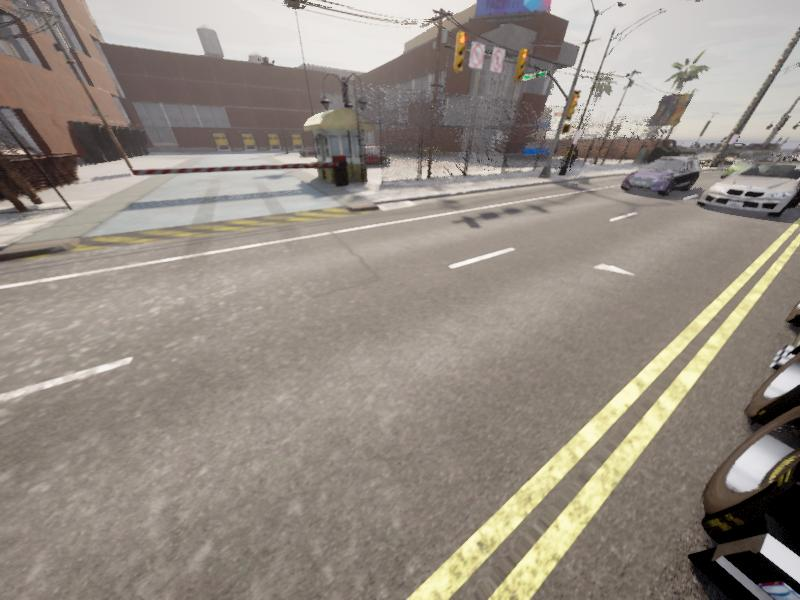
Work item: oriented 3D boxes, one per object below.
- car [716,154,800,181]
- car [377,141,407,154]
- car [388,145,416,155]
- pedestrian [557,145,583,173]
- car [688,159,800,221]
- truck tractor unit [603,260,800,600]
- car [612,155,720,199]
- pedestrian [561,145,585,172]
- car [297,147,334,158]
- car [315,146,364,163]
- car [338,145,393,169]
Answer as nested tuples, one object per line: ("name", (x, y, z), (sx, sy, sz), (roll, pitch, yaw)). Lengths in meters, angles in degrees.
("car", (26.949, -9.882, 17.170), (4.514, 1.525, 2.007), (-8, 36, -12))
("car", (-1.569, -30.592, 46.269), (5.566, 2.045, 2.435), (-18, 39, -25))
("car", (0.375, -28.703, 44.041), (4.786, 1.482, 2.161), (-18, 39, -25))
("pedestrian", (13.301, -11.061, 18.134), (0.751, 1.860, 0.751), (-16, 38, -22))
("car", (14.736, -4.665, 9.414), (4.611, 1.667, 2.242), (-17, 38, -24))
("truck tractor unit", (5.103, -0.306, 0.799), (6.516, 4.208, 3.053), (-18, 39, -25))
("car", (14.353, -6.798, 12.518), (4.856, 1.649, 2.033), (-17, 38, -23))
("pedestrian", (14.155, -11.631, 18.962), (0.751, 1.860, 0.751), (-23, 41, -29))
("car", (-12.544, -22.127, 34.581), (4.718, 1.301, 1.895), (-18, 39, -25))
("car", (-7.062, -17.153, 27.130), (5.008, 1.535, 2.097), (-18, 39, -25))
("car", (-3.157, -13.520, 21.715), (4.553, 1.767, 2.185), (-18, 39, -25))
